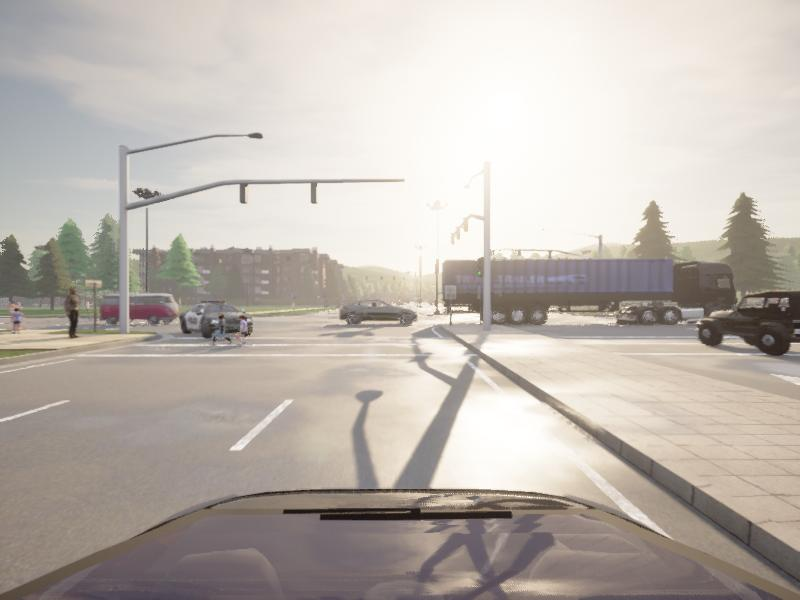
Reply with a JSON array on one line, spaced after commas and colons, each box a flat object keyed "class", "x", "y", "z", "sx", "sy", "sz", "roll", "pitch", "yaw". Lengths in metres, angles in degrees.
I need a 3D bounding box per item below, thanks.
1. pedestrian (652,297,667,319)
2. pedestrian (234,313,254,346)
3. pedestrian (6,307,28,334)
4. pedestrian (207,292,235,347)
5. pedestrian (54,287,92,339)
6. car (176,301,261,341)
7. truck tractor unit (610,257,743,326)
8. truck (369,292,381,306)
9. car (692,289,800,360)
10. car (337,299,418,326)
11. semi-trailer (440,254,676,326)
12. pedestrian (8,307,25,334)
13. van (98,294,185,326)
[{"class": "pedestrian", "x": 22.294, "y": 0.642, "z": 34.334, "sx": 0.751, "sy": 1.860, "sz": 0.751, "roll": 0, "pitch": 0, "yaw": -5}, {"class": "pedestrian", "x": -5.397, "y": 1.019, "z": 13.877, "sx": 0.500, "sy": 1.100, "sz": 0.500, "roll": 0, "pitch": 0, "yaw": -1}, {"class": "pedestrian", "x": -16.050, "y": 0.867, "z": 16.789, "sx": 0.500, "sy": 1.100, "sz": 0.500, "roll": 0, "pitch": 0, "yaw": -17}, {"class": "pedestrian", "x": -6.233, "y": 0.662, "z": 13.967, "sx": 0.751, "sy": 1.860, "sz": 0.751, "roll": 0, "pitch": 0, "yaw": -14}, {"class": "pedestrian", "x": -11.832, "y": 0.456, "z": 14.505, "sx": 0.751, "sy": 1.860, "sz": 0.751, "roll": 0, "pitch": 0, "yaw": -1}, {"class": "car", "x": -8.396, "y": 0.829, "z": 18.242, "sx": 2.038, "sy": 1.542, "sz": 4.974, "roll": 0, "pitch": 0, "yaw": -43}, {"class": "truck tractor unit", "x": 17.756, "y": -0.516, "z": 26.004, "sx": 6.516, "sy": 4.208, "sz": 3.053, "roll": 0, "pitch": 0, "yaw": -1}, {"class": "truck", "x": -7.138, "y": -0.310, "z": 114.367, "sx": 2.891, "sy": 3.827, "sz": 8.468, "roll": 0, "pitch": 0, "yaw": -1}, {"class": "car", "x": 11.499, "y": 0.649, "z": 12.505, "sx": 1.905, "sy": 1.878, "sz": 3.866, "roll": 0, "pitch": 0, "yaw": 0}, {"class": "car", "x": -1.385, "y": 0.784, "z": 25.808, "sx": 5.027, "sy": 1.651, "sz": 2.152, "roll": 0, "pitch": 0, "yaw": -1}, {"class": "semi-trailer", "x": 9.844, "y": -0.612, "z": 25.919, "sx": 14.254, "sy": 4.402, "sz": 2.717, "roll": 0, "pitch": 0, "yaw": -1}, {"class": "pedestrian", "x": -16.447, "y": 0.867, "z": 17.152, "sx": 0.500, "sy": 1.100, "sz": 0.500, "roll": 0, "pitch": 0, "yaw": -40}, {"class": "van", "x": -16.491, "y": 0.602, "z": 25.651, "sx": 4.442, "sy": 1.987, "sz": 1.775, "roll": 0, "pitch": 0, "yaw": -1}]
